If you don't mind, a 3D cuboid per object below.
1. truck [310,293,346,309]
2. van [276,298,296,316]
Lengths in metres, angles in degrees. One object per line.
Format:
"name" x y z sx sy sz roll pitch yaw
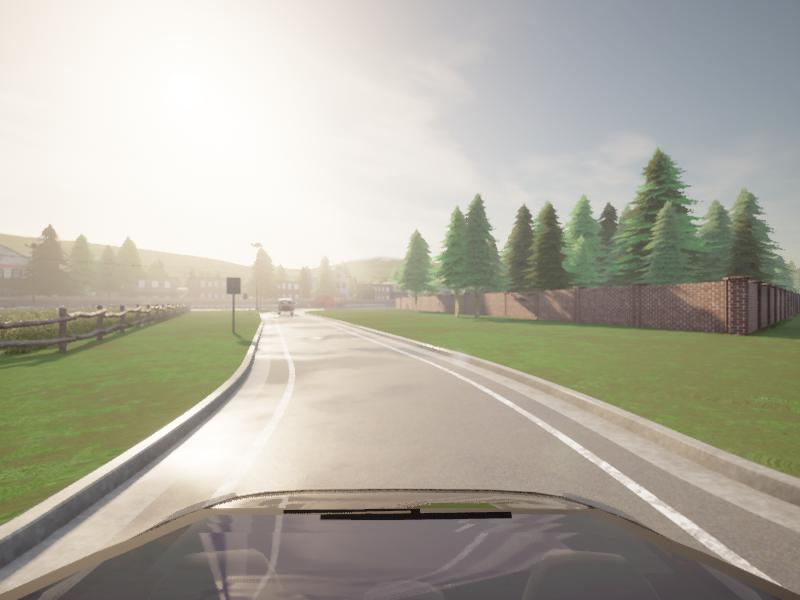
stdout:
"truck" -17.694 0.208 98.124 8.468 3.827 2.891 0 0 -43
"van" -13.753 0.833 47.935 2.069 2.038 4.480 0 0 -19
